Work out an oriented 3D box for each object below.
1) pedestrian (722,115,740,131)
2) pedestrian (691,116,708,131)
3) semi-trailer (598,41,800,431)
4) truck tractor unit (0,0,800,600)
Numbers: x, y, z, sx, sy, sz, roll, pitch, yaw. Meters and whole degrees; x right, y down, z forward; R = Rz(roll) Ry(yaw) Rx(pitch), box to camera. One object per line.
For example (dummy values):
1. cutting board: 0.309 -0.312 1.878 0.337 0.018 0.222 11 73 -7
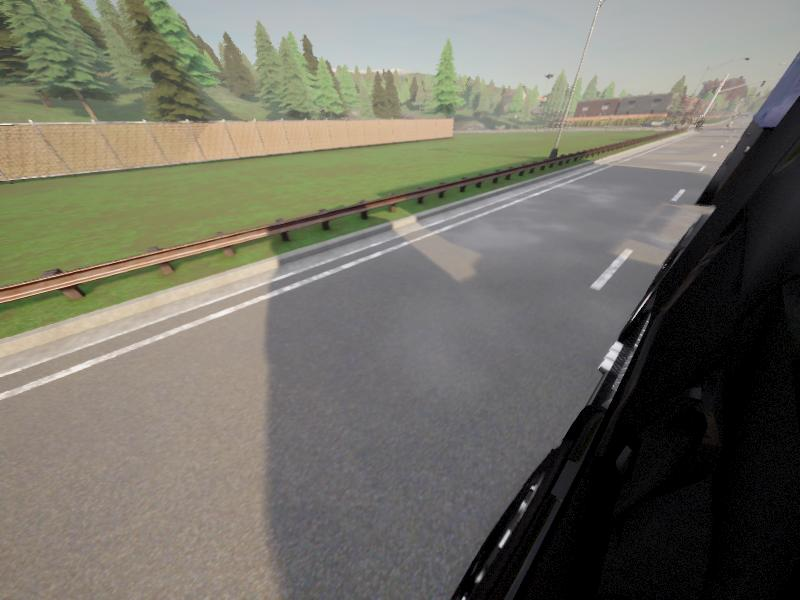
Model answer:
1. pedestrian: 49.620 -26.528 34.655 0.751 1.860 0.751 -29 44 -31
2. pedestrian: 47.352 -27.818 36.521 0.751 1.860 0.751 -19 40 -21
3. semi-trailer: 8.695 -3.592 4.252 14.254 4.402 2.717 -28 44 -30
4. truck tractor unit: 2.645 -0.295 0.351 6.516 4.208 3.053 -28 44 -30
